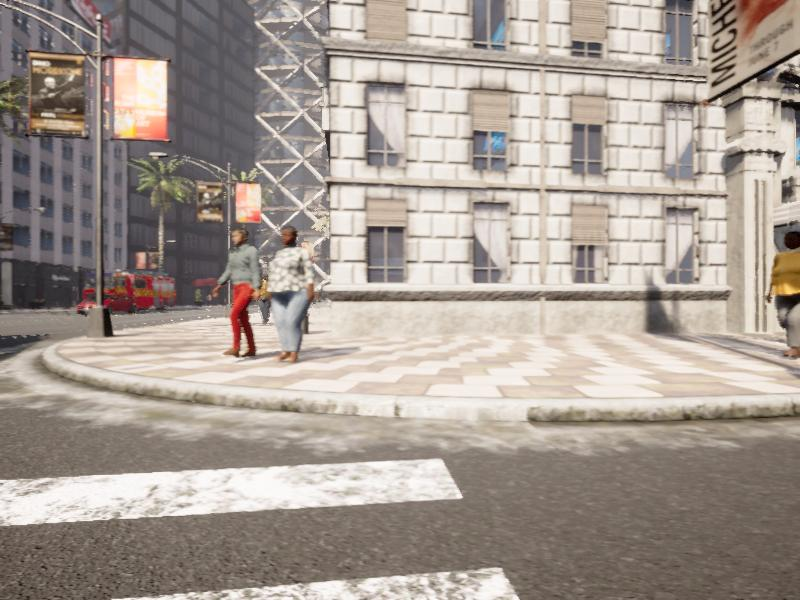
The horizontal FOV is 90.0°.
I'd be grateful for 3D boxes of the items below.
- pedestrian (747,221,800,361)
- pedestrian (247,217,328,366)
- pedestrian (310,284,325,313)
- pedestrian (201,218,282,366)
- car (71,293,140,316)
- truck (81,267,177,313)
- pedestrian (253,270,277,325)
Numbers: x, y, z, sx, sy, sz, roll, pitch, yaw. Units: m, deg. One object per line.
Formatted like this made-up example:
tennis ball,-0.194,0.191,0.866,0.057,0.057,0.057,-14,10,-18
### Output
pedestrian,5.635,-0.119,5.689,0.751,1.860,0.751,0,0,-13
pedestrian,-1.522,-0.104,5.478,0.751,1.860,0.751,0,0,29
pedestrian,-5.403,-0.072,26.254,0.751,1.860,0.751,0,0,9
pedestrian,-2.194,-0.102,5.564,0.751,1.860,0.751,0,0,33
car,-21.322,0.310,29.263,2.007,1.525,4.514,0,0,-5
truck,-25.152,-0.820,37.811,2.891,3.827,8.468,0,0,4
pedestrian,-4.688,-0.087,13.954,0.751,1.860,0.751,0,0,-16
